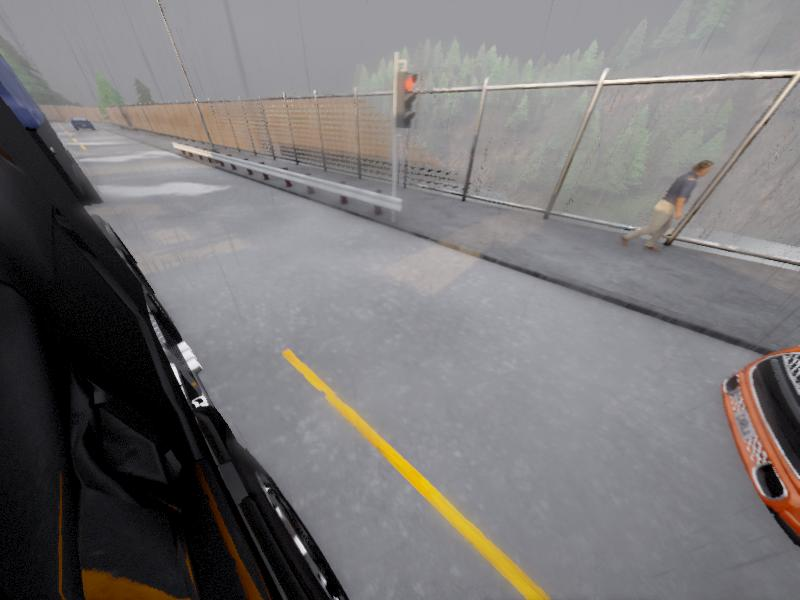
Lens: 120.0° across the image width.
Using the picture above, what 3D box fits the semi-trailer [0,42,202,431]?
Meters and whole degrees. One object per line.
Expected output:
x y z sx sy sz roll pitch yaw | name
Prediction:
-8.697 -3.610 4.225 14.254 4.402 2.717 28 44 30 | semi-trailer

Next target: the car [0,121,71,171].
-18.402 -7.661 11.323 5.238 1.638 1.930 28 44 30 | car

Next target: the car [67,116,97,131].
-47.155 -26.113 34.191 5.008 1.535 1.882 28 44 30 | car

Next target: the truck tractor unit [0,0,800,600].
-2.645 -0.295 0.351 6.516 4.208 3.053 28 44 30 | truck tractor unit

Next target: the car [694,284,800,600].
4.639 1.493 0.465 4.553 1.767 2.097 28 44 30 | car

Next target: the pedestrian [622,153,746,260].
5.674 -1.923 4.825 0.751 1.860 0.751 27 43 28 | pedestrian
